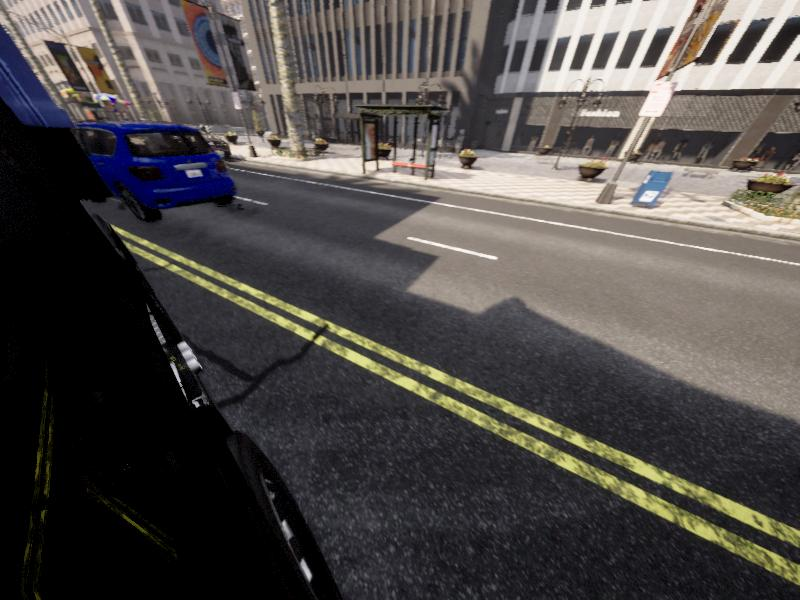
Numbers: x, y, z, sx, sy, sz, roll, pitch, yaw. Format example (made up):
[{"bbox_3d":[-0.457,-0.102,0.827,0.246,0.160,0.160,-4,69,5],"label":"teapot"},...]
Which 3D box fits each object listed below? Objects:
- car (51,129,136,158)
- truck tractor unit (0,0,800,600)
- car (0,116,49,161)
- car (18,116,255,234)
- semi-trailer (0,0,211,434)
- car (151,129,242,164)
[{"bbox_3d":[-20.131,-10.353,15.189,4.718,1.301,1.895,19,40,21],"label":"car"},{"bbox_3d":[-2.645,-0.295,0.351,6.516,4.208,3.053,28,44,30],"label":"truck tractor unit"},{"bbox_3d":[-22.225,-8.950,12.689,3.866,1.878,1.905,19,40,21],"label":"car"},{"bbox_3d":[-7.273,-3.779,6.544,5.566,2.045,2.150,19,40,21],"label":"car"},{"bbox_3d":[-9.336,-3.065,3.487,14.254,4.402,2.717,20,40,22],"label":"semi-trailer"},{"bbox_3d":[-13.280,-10.154,15.132,4.892,1.521,2.231,19,40,21],"label":"car"}]
